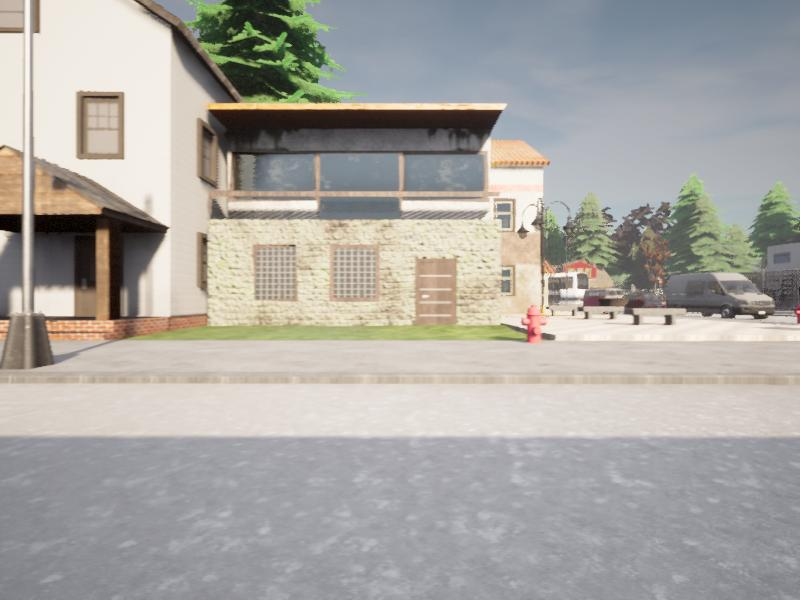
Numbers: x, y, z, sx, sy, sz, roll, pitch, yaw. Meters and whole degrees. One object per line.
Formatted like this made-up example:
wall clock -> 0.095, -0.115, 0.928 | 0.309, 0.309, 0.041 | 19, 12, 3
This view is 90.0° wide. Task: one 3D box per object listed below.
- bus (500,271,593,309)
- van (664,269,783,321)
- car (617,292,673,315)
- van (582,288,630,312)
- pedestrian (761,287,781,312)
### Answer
bus -> 17.912, -1.112, 49.867 | 3.944, 4.253, 10.273 | 0, 0, -39
van -> 17.906, -0.254, 22.692 | 1.988, 2.561, 5.915 | 0, 0, 1
car -> 17.798, 0.238, 29.253 | 1.789, 1.549, 3.705 | 0, 0, 0
van -> 17.752, 0.022, 34.748 | 1.775, 1.987, 4.442 | 0, 0, -1
pedestrian -> 27.061, -0.031, 29.210 | 0.751, 1.860, 0.751 | 0, 0, 3
